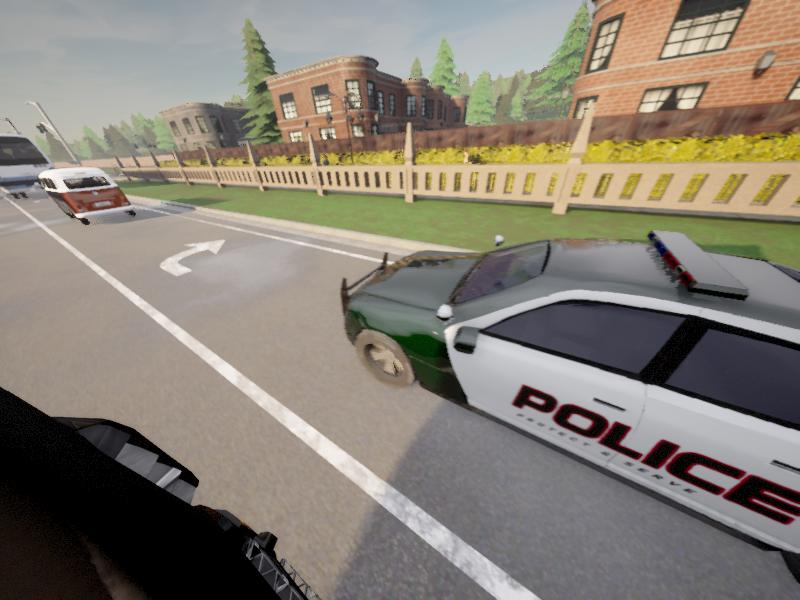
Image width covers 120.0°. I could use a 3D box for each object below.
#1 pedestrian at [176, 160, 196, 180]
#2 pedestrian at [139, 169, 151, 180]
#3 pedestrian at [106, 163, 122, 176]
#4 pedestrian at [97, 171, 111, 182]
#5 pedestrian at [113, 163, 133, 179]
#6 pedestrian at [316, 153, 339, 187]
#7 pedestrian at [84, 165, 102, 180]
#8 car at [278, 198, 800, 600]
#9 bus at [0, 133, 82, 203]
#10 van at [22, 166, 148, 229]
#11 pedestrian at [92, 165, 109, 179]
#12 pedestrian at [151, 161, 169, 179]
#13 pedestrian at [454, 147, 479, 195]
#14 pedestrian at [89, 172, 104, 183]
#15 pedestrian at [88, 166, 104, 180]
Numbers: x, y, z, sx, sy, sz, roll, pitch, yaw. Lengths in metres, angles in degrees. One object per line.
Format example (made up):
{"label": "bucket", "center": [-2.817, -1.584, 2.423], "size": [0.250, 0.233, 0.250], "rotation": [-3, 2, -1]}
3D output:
{"label": "pedestrian", "center": [-23.053, -14.018, 24.920], "size": [0.751, 1.860, 0.751], "rotation": [19, 39, 29]}
{"label": "pedestrian", "center": [-31.812, -15.678, 28.808], "size": [0.500, 1.100, 0.500], "rotation": [15, 38, 26]}
{"label": "pedestrian", "center": [-49.447, -22.634, 40.007], "size": [0.751, 1.860, 0.751], "rotation": [9, 35, 18]}
{"label": "pedestrian", "center": [-35.866, -14.919, 27.988], "size": [0.500, 1.100, 0.500], "rotation": [20, 40, 31]}
{"label": "pedestrian", "center": [-38.267, -17.888, 31.965], "size": [0.751, 1.860, 0.751], "rotation": [1, 34, 5]}
{"label": "pedestrian", "center": [-4.670, -8.417, 15.015], "size": [0.751, 1.860, 0.751], "rotation": [17, 38, 27]}
{"label": "pedestrian", "center": [-47.475, -19.705, 35.713], "size": [0.751, 1.860, 0.751], "rotation": [19, 39, 29]}
{"label": "car", "center": [1.562, 0.223, 2.125], "size": [4.974, 1.542, 2.038], "rotation": [17, 38, 27]}
{"label": "bus", "center": [-33.213, -11.376, 19.907], "size": [10.273, 4.253, 3.944], "rotation": [17, 38, 27]}
{"label": "van", "center": [-14.193, -4.773, 10.442], "size": [4.480, 2.038, 2.069], "rotation": [17, 38, 27]}
{"label": "pedestrian", "center": [-46.822, -19.997, 36.130], "size": [0.751, 1.860, 0.751], "rotation": [17, 38, 27]}
{"label": "pedestrian", "center": [-30.049, -16.301, 28.918], "size": [0.751, 1.860, 0.751], "rotation": [19, 40, 30]}
{"label": "pedestrian", "center": [3.034, -5.909, 10.622], "size": [0.751, 1.860, 0.751], "rotation": [16, 38, 26]}
{"label": "pedestrian", "center": [-36.300, -14.653, 27.622], "size": [0.500, 1.100, 0.500], "rotation": [6, 35, 13]}
{"label": "pedestrian", "center": [-49.218, -20.571, 37.366], "size": [0.751, 1.860, 0.751], "rotation": [24, 42, 35]}
